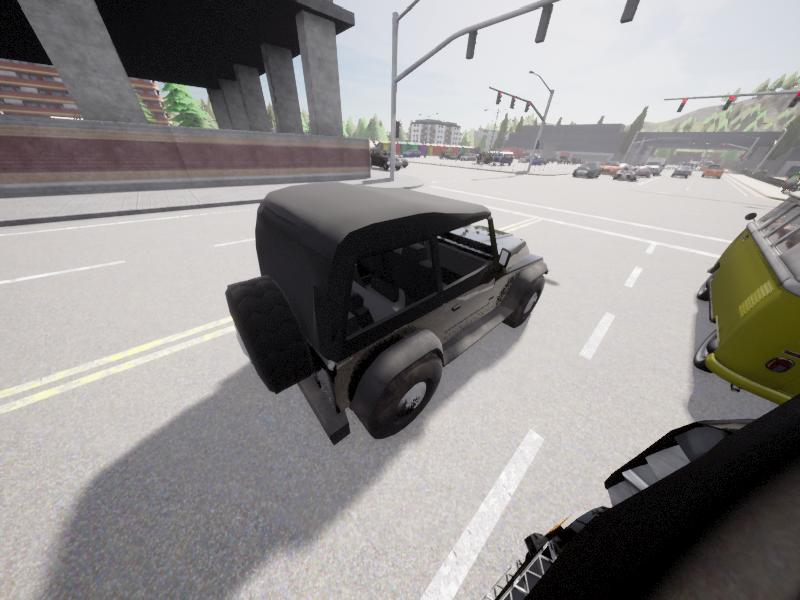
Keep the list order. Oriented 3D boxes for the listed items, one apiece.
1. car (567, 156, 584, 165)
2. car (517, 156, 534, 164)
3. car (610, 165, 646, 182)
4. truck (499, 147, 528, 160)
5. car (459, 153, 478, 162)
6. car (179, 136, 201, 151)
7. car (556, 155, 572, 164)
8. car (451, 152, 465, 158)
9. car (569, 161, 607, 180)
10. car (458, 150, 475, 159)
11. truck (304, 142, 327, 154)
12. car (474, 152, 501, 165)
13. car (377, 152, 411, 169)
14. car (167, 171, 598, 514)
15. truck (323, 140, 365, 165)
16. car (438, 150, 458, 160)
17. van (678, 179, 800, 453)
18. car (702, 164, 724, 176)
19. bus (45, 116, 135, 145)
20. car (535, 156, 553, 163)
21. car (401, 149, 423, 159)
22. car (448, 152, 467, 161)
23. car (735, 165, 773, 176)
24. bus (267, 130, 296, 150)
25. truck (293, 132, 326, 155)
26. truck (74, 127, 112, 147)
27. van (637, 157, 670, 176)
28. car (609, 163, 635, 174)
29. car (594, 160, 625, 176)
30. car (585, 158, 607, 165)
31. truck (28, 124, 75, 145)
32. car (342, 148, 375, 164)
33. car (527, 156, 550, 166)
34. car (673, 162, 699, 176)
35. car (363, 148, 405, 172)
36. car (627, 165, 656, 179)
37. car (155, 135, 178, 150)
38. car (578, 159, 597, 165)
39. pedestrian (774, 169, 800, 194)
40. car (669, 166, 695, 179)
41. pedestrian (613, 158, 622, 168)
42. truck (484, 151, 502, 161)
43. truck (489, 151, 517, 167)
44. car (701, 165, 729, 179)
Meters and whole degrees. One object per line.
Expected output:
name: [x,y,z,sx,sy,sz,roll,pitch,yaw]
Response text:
car: [46.717,-37.073,61.379,4.605,1.855,1.932,-24,42,-35]
car: [29.938,-33.438,55.067,3.806,1.475,1.970,-24,42,-35]
car: [26.118,-14.490,26.429,3.806,1.475,1.970,-24,42,-35]
truck: [41.491,-53.764,84.649,2.891,3.827,8.468,-23,41,-33]
car: [14.793,-30.860,50.033,3.806,1.475,1.970,-24,42,-35]
car: [-35.282,-26.259,38.794,1.905,1.878,3.866,-24,42,-35]
car: [44.852,-38.359,63.180,3.866,1.878,1.905,-24,42,-35]
car: [16.881,-42.140,67.133,3.905,1.438,1.784,-24,42,-35]
car: [22.361,-15.427,27.423,4.856,1.649,2.033,-24,42,-35]
car: [18.749,-41.023,65.210,4.605,1.855,1.932,-24,42,-35]
truck: [-19.951,-35.756,54.321,2.390,2.098,6.274,-24,42,-34]
car: [15.568,-25.144,41.039,4.605,1.855,1.932,-24,42,-35]
car: [-0.825,-17.117,28.248,1.816,1.474,4.193,-25,42,-35]
car: [0.274,-0.349,2.784,3.866,1.878,1.905,-24,42,-35]
truck: [-7.124,-18.772,29.362,2.627,2.467,5.204,-25,42,-35]
car: [11.091,-33.492,53.281,4.605,1.855,1.932,-24,42,-35]
van: [5.427,-0.145,2.781,4.442,1.987,1.775,-24,42,-35]
car: [63.705,-26.544,47.087,3.866,1.878,1.905,-24,42,-35]
bus: [-65.297,-36.016,49.419,10.273,4.253,3.944,-24,42,-35]
car: [38.214,-37.178,61.319,5.357,1.415,2.033,-24,42,-35]
car: [2.692,-33.636,53.169,4.611,1.667,2.242,-24,42,-35]
car: [12.888,-32.157,51.786,3.905,1.438,1.784,-24,42,-35]
car: [86.227,-31.563,56.354,1.932,1.855,4.605,-25,42,-35]
bus: [-34.958,-47.485,68.910,3.944,4.253,10.273,-1,33,-6]
truck: [-19.124,-33.068,48.773,2.891,3.827,8.468,-25,42,-35]
truck: [-51.752,-27.609,39.108,2.615,2.467,5.204,-24,42,-35]
van: [41.806,-21.998,38.073,6.366,2.431,2.351,-24,42,-35]
car: [37.441,-22.212,38.922,4.792,1.488,2.163,-24,42,-35]
car: [30.368,-19.130,33.456,4.553,1.767,2.097,-24,42,-35]
car: [62.584,-44.123,73.747,2.038,1.542,4.974,-23,42,-34]
truck: [-54.987,-26.148,36.662,2.615,2.467,5.204,-24,42,-35]
car: [-5.933,-20.545,32.875,1.930,1.638,5.238,-25,42,-35]
car: [28.812,-28.852,47.940,4.611,1.667,2.242,-24,42,-35]
car: [52.885,-24.278,42.700,5.566,2.045,2.150,-24,42,-35]
car: [-1.824,-15.032,24.669,1.932,1.855,4.605,-25,42,-35]
car: [33.879,-17.967,32.355,4.181,1.385,1.994,-24,42,-35]
car: [-37.489,-25.263,37.125,1.905,1.878,3.866,-24,42,-35]
car: [57.006,-41.886,70.134,1.970,1.475,3.806,-24,42,-34]
pedestrian: [34.344,-10.407,20.233,0.751,1.860,0.751,-25,42,-35]
car: [44.992,-20.393,36.832,5.357,1.411,2.033,-26,43,-36]
pedestrian: [48.640,-30.571,51.707,0.751,1.860,0.751,-26,43,-36]
truck: [24.209,-37.515,60.167,4.478,2.038,2.069,-24,42,-35]
truck: [17.532,-23.976,39.257,4.478,2.038,2.069,-24,42,-35]
car: [53.145,-21.718,39.089,4.553,1.767,2.097,-24,42,-35]
